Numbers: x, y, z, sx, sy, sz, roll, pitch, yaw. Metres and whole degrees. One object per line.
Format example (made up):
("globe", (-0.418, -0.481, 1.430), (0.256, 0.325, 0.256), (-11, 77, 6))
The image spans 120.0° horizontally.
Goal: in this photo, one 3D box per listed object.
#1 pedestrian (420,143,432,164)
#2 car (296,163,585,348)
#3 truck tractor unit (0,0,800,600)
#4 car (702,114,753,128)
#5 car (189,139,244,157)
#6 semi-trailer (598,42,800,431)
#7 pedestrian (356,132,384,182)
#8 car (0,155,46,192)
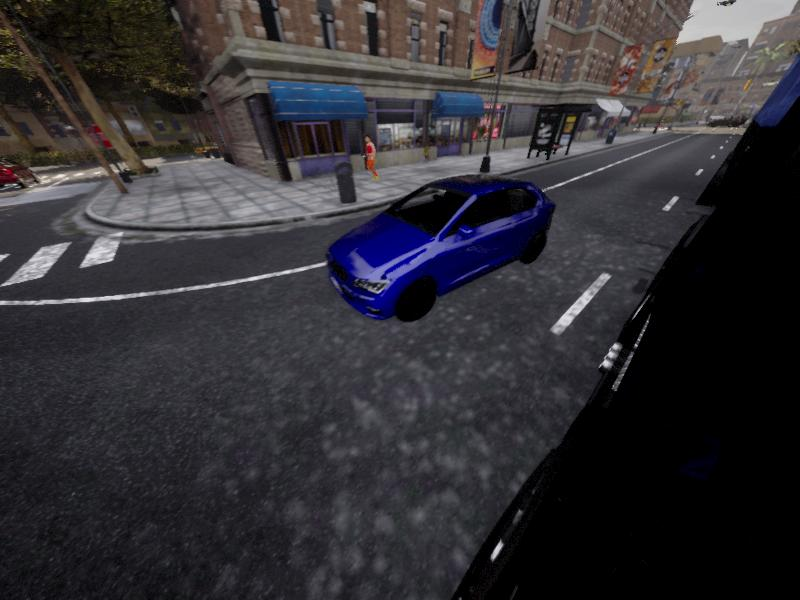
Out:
("pedestrian", (1.647, -9.374, 14.811), (0.500, 1.100, 0.500), (-26, 43, -28))
("car", (0.830, -1.189, 3.934), (4.193, 1.474, 1.816), (-24, 42, -26))
("truck tractor unit", (2.645, -0.295, 0.351), (6.516, 4.208, 3.053), (-28, 44, -30))
("car", (59.268, -32.462, 41.961), (1.932, 1.855, 4.605), (-13, 38, -14))
("car", (-24.220, -20.219, 30.616), (5.366, 1.575, 1.801), (-28, 44, -30))
("semi-trailer", (8.700, -3.594, 4.240), (14.254, 4.402, 2.717), (-28, 44, -30))
("pedestrian", (-1.330, -6.446, 10.444), (0.751, 1.860, 0.751), (-28, 44, -30))
("car", (-23.704, -7.560, 13.739), (1.789, 1.549, 3.705), (-29, 44, -31))
